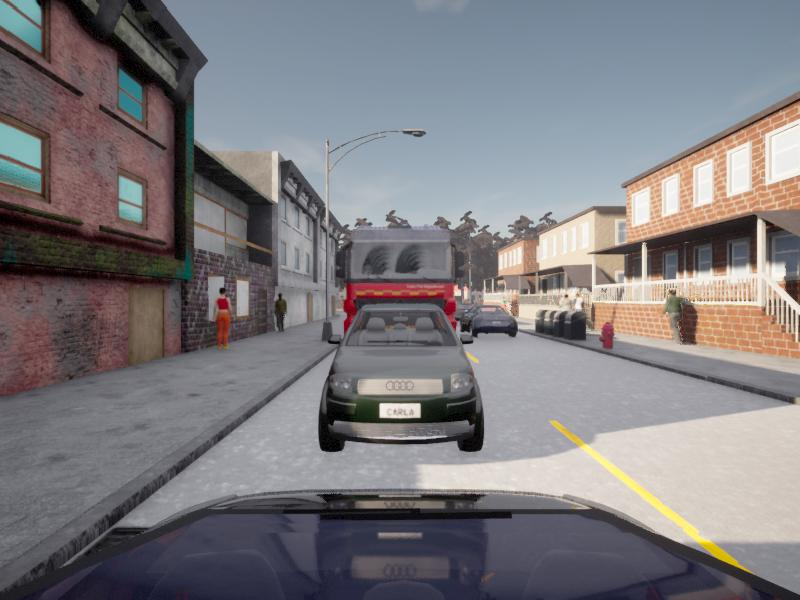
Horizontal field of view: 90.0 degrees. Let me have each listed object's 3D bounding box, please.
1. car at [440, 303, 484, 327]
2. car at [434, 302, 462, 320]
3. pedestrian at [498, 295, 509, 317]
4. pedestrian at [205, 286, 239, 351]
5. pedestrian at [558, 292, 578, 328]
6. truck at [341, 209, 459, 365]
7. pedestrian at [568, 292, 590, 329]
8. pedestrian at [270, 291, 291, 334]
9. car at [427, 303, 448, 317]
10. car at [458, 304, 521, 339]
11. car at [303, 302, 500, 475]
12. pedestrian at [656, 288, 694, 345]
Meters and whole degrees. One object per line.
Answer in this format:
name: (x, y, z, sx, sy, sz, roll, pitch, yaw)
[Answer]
car: (3.970, 0.895, 26.452, 2.033, 1.411, 5.357, 0, 0, 0)
car: (3.915, 0.870, 33.546, 1.812, 1.442, 4.674, 0, 0, 0)
pedestrian: (9.217, 0.533, 35.564, 0.751, 1.860, 0.751, 0, 0, -1)
pedestrian: (-5.252, 0.533, 11.839, 0.751, 1.860, 0.751, 0, 0, -8)
pedestrian: (8.858, 0.533, 21.166, 0.751, 1.860, 0.751, 0, 0, 1)
truck: (-0.010, -0.320, 14.023, 2.891, 3.827, 8.468, 0, 0, 0)
pedestrian: (9.147, 0.533, 20.457, 0.751, 1.860, 0.751, 0, 0, -3)
pedestrian: (-5.279, 0.533, 17.709, 0.751, 1.860, 0.751, 0, 0, -3)
car: (3.709, 0.944, 40.026, 1.895, 1.301, 4.718, 0, 0, 3)
car: (3.987, 0.907, 18.568, 1.994, 1.385, 4.181, 0, 0, 0)
car: (0.007, 0.815, 5.489, 1.789, 1.549, 3.705, 0, 0, 0)
pedestrian: (9.226, 0.533, 13.440, 0.751, 1.860, 0.751, 0, 0, 0)
